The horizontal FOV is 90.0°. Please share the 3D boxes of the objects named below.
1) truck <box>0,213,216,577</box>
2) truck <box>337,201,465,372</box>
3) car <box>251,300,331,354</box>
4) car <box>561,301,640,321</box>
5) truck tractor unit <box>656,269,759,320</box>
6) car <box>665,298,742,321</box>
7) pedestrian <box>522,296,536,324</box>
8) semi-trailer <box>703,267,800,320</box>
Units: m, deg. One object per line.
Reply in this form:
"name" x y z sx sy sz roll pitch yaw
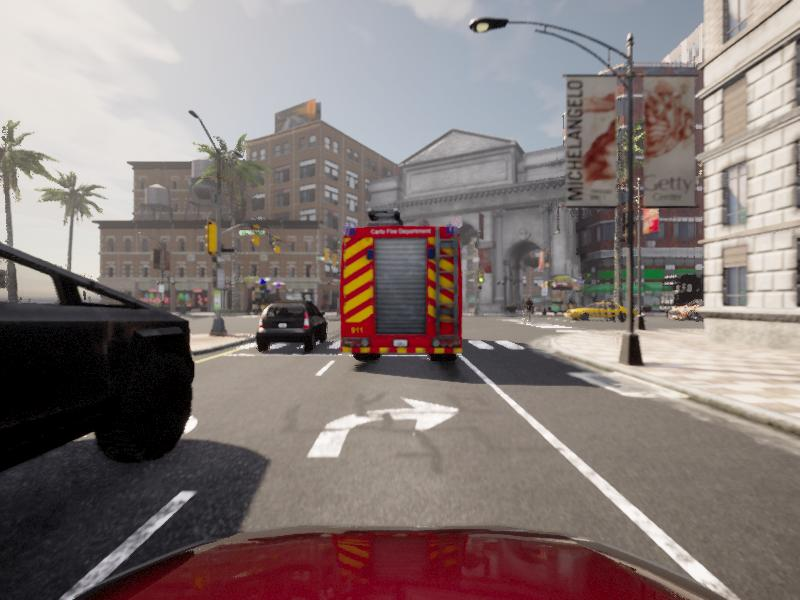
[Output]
"truck" -3.502 0.547 1.872 2.390 2.098 6.274 0 0 0
"truck" 0.333 -0.297 13.273 2.891 3.827 8.468 0 0 5
"car" -3.635 0.813 14.070 1.851 1.617 3.988 0 0 -2
"car" 15.869 0.857 31.780 5.366 1.575 1.801 0 0 0
"truck tractor unit" 26.475 -0.459 34.717 6.516 4.208 3.053 0 0 2
"car" 23.924 0.750 31.681 4.553 1.767 2.097 0 0 1
"pedestrian" 8.672 0.684 26.949 0.751 1.860 0.751 0 0 4
"semi-trailer" 34.385 -0.556 34.598 14.254 4.402 2.717 0 0 0
